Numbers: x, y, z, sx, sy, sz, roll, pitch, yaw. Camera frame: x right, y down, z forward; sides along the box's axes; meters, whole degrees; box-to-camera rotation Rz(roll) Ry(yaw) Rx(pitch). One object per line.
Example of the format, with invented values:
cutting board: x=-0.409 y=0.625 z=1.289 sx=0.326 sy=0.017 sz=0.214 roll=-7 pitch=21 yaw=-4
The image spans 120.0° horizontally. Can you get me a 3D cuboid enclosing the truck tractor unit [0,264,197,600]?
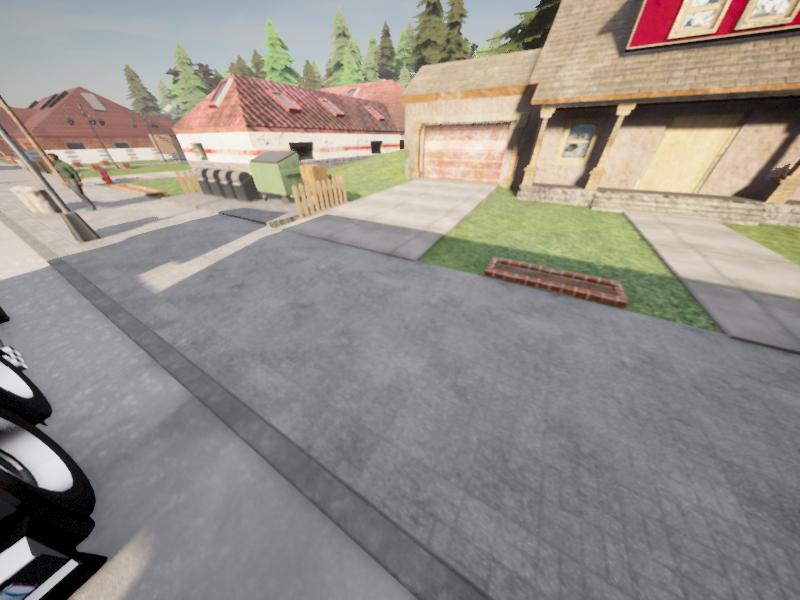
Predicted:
truck tractor unit: x=-5.118 y=-0.290 z=0.791 sx=6.516 sy=4.208 sz=3.053 roll=18 pitch=39 yaw=24

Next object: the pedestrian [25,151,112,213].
pedestrian: x=-11.607 y=-4.152 z=8.174 sx=0.751 sy=1.860 sz=0.751 roll=9 pitch=36 yaw=13
